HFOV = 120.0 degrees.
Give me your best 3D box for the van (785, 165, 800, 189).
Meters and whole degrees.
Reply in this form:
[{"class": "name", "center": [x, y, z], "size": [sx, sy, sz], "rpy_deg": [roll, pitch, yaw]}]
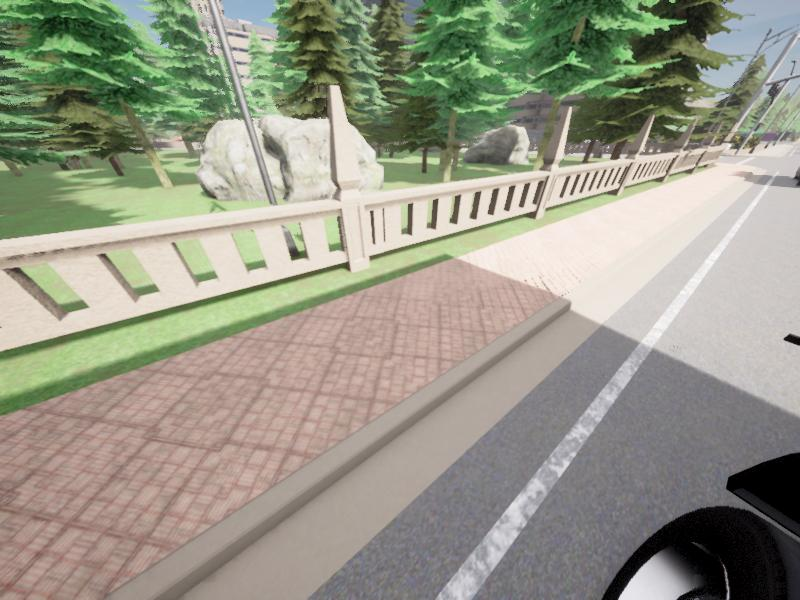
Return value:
[{"class": "van", "center": [23.347, -7.336, 12.033], "size": [6.366, 2.431, 2.351], "rpy_deg": [-22, 41, -28]}]
